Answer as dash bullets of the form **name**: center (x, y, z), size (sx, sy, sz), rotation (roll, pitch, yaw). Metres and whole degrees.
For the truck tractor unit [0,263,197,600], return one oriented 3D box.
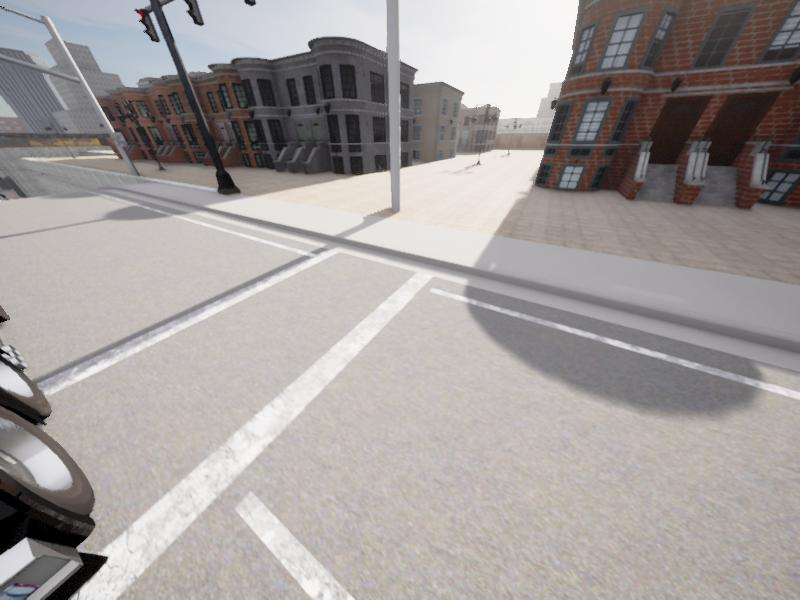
- **truck tractor unit**: center (-5.109, -0.304, 0.781), size (6.516, 4.208, 3.053), rotation (18, 39, 24)
